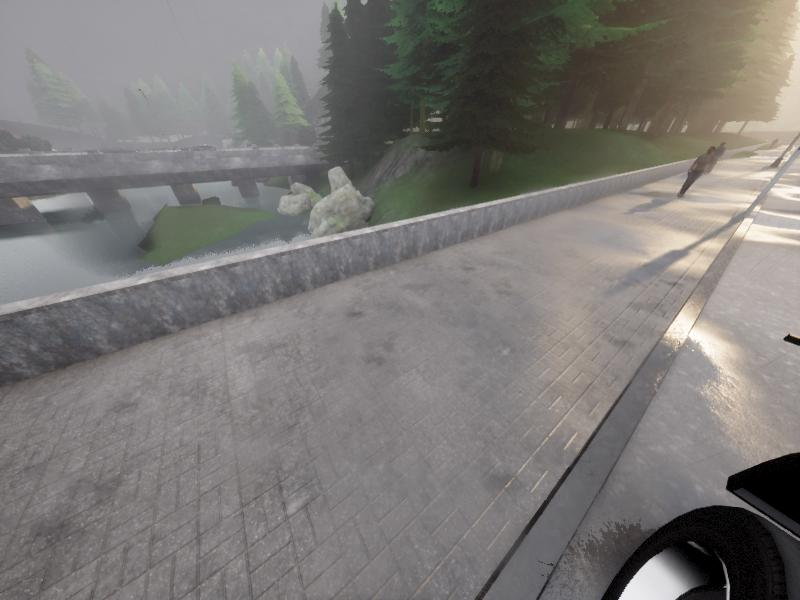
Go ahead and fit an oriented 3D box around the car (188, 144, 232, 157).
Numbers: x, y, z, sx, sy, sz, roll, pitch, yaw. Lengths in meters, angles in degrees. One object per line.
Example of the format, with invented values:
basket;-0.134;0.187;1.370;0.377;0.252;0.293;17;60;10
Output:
car;-28.977;-22.953;35.437;4.892;1.490;1.837;-22;41;-27

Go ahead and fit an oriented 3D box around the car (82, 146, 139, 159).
car;-40.587;-20.842;32.572;4.674;1.442;1.812;-21;40;-27

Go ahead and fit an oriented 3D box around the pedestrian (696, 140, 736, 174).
pedestrian;21.165;-9.579;15.508;0.751;1.860;0.751;28;44;34

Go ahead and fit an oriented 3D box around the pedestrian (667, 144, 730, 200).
pedestrian;11.806;-5.092;9.212;0.751;1.860;0.751;-27;43;-33
